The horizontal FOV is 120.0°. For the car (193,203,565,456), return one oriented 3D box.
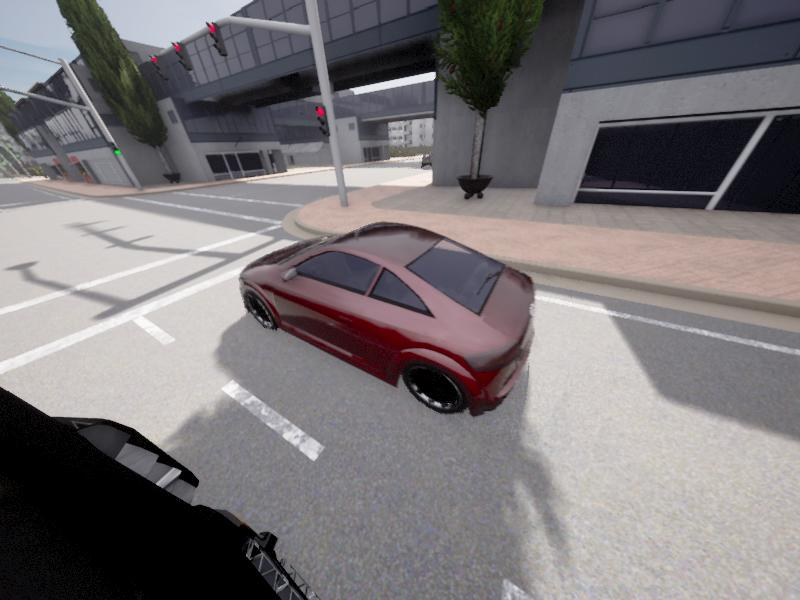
[{"bbox_3d":[-0.427,-0.284,3.206,4.181,1.385,1.994,17,38,27],"label":"car"}]

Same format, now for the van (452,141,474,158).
[{"bbox_3d":[12.150,-28.904,44.354,1.988,2.561,5.915,16,38,26],"label":"van"}]

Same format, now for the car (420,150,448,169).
[{"bbox_3d":[4.101,-16.772,27.527,1.851,1.617,3.988,16,38,26],"label":"car"}]
